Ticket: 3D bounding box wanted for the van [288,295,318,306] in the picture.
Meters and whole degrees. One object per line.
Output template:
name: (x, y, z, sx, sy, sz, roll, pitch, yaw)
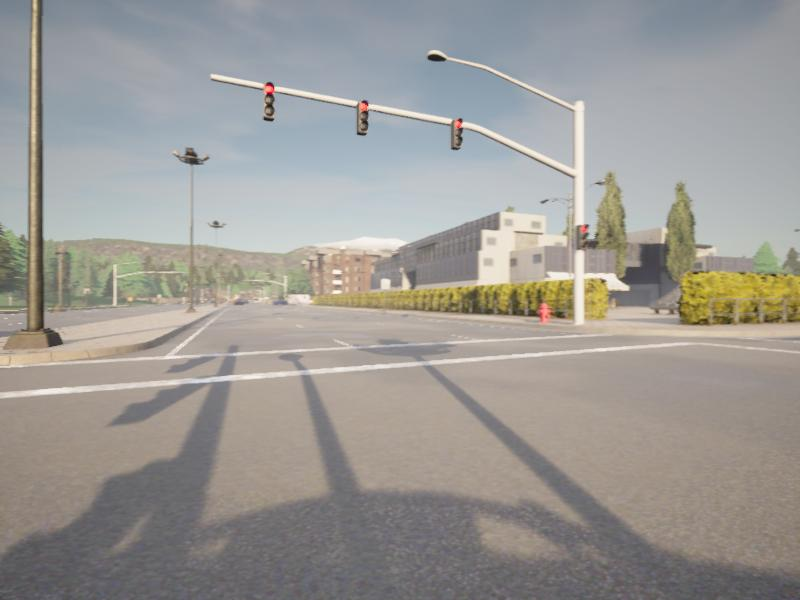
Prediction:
van: (-22.447, 0.105, 92.699, 6.366, 2.431, 2.351, 0, 0, -35)
